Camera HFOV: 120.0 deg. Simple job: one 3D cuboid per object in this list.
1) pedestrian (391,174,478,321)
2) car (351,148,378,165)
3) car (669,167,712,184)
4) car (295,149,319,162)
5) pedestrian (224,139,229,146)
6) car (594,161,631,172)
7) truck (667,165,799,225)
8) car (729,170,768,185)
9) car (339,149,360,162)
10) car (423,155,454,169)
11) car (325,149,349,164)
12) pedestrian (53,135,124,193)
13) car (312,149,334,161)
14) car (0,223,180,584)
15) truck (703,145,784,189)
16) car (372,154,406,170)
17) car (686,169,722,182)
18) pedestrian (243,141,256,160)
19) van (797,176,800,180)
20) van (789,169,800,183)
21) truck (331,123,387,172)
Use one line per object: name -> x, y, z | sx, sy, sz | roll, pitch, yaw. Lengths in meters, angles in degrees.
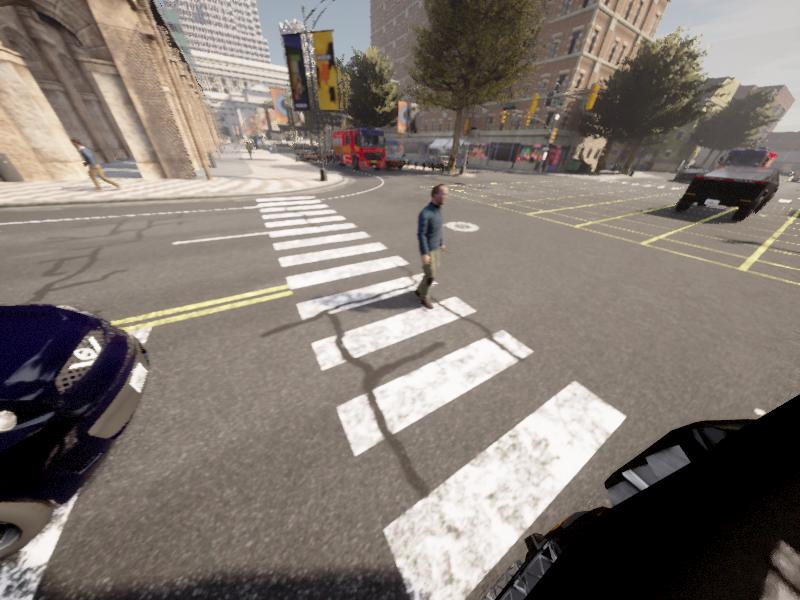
pedestrian -> 0.425, -0.749, 3.405 | 0.751, 1.860, 0.751 | 27, 41, 32
car -> -4.957, -19.892, 32.014 | 2.097, 1.767, 4.553 | -16, 38, -27
car -> 36.510, -15.719, 29.015 | 5.238, 1.638, 1.930 | -17, 38, -27
car -> -12.979, -20.120, 32.188 | 1.895, 1.301, 4.718 | -16, 38, -27
pedestrian -> -54.854, -49.759, 72.941 | 0.751, 1.860, 0.751 | -21, 40, -32
car -> 42.887, -27.117, 46.819 | 2.038, 1.542, 4.974 | -16, 38, -26
truck -> 16.873, -5.534, 11.716 | 6.274, 2.098, 2.390 | -17, 38, -27
car -> 47.058, -16.582, 31.179 | 5.366, 1.575, 1.801 | -17, 38, -27
car -> -7.994, -22.677, 36.278 | 1.970, 1.475, 3.806 | -16, 38, -26
car -> 5.111, -18.663, 31.214 | 1.970, 1.475, 3.806 | -16, 38, -26
car -> -8.658, -19.539, 31.486 | 1.970, 1.475, 3.806 | -17, 38, -27
pedestrian -> -11.924, -5.226, 8.948 | 0.751, 1.860, 0.751 | -14, 37, -23
car -> -12.051, -22.745, 36.169 | 1.994, 1.385, 4.181 | -17, 38, -27
car -> -3.785, 0.860, 0.997 | 3.633, 1.501, 1.845 | -17, 38, -27
truck -> 39.513, -15.255, 26.565 | 8.468, 3.827, 2.891 | -17, 38, -27
car -> -1.429, -16.278, 27.277 | 1.895, 1.301, 4.718 | -16, 38, -27
car -> 42.271, -17.354, 32.104 | 4.674, 1.442, 1.812 | -17, 38, -27
pedestrian -> -17.437, -17.284, 26.743 | 0.751, 1.860, 0.751 | -16, 38, -26
van -> 87.092, -26.615, 48.615 | 6.366, 2.431, 2.351 | -17, 38, -27
van -> 71.836, -22.065, 40.577 | 6.366, 2.431, 2.351 | -17, 38, -27
truck -> -4.689, -16.740, 25.433 | 2.891, 3.827, 8.468 | -16, 38, -27
